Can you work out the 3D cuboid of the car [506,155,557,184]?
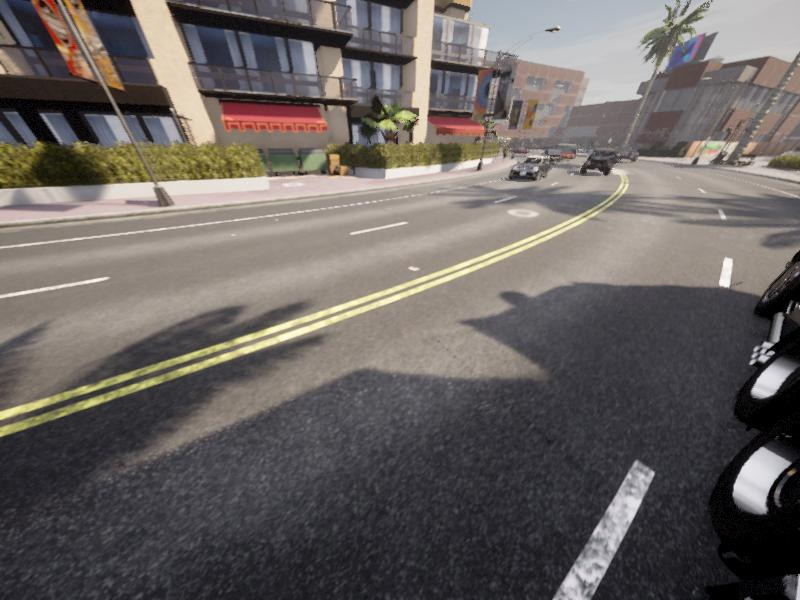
[{"bbox_3d":[9.484,-9.498,16.636,1.970,1.475,3.806,26,42,32],"label":"car"}]

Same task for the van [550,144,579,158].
[{"bbox_3d":[28.849,-26.320,40.761,1.775,1.987,4.442,0,34,0],"label":"van"}]

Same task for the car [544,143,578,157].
[{"bbox_3d":[31.801,-29.904,45.941,2.150,2.045,5.566,-4,35,-7],"label":"car"}]

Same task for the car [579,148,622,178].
[{"bbox_3d":[16.584,-11.478,19.196,1.905,1.878,3.866,23,40,29],"label":"car"}]

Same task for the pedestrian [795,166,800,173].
[{"bbox_3d":[35.243,-11.849,19.583,0.751,1.860,0.751,19,39,25],"label":"pedestrian"}]

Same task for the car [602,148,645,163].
[{"bbox_3d":[31.458,-20.572,32.752,2.152,1.651,5.027,8,35,10],"label":"car"}]

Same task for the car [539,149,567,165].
[{"bbox_3d":[20.012,-18.963,30.444,1.837,1.490,4.892,11,36,14],"label":"car"}]

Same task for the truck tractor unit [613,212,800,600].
[{"bbox_3d":[5.021,-0.376,0.917,6.516,4.208,3.053,-21,40,-28],"label":"truck tractor unit"}]

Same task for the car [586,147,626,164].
[{"bbox_3d":[27.428,-19.432,31.027,2.242,1.667,4.611,10,36,13],"label":"car"}]
